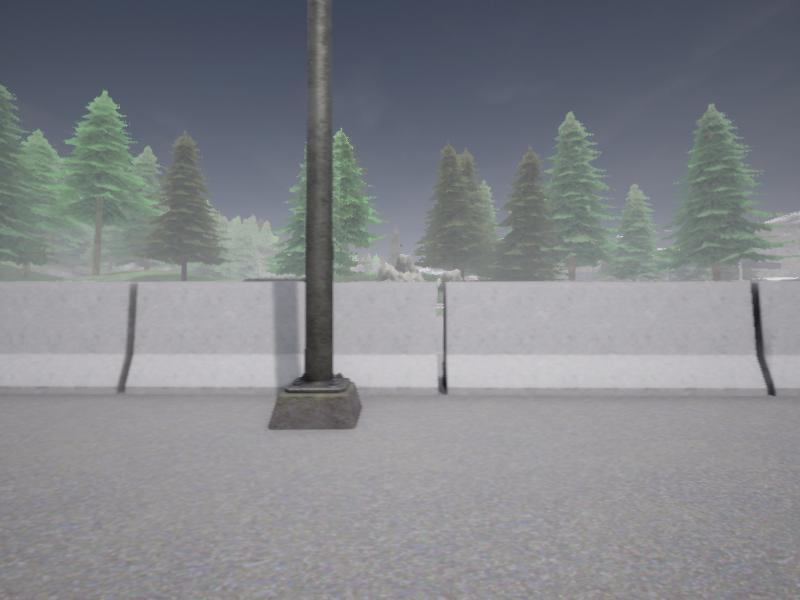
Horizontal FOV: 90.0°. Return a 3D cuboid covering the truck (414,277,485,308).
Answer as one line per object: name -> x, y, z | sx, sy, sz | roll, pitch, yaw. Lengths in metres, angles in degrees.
truck -> 6.049, -0.925, 49.885 | 8.468, 3.827, 2.891 | 0, 0, 0

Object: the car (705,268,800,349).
car -> 10.349, 0.183, 9.190 | 5.027, 1.651, 2.152 | 0, 0, 0

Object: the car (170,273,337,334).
car -> -4.441, 0.094, 12.707 | 4.553, 1.767, 2.097 | 0, 0, 0

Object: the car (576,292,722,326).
car -> 9.914, 0.345, 16.189 | 4.718, 1.301, 1.895 | 0, 0, 0

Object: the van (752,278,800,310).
van -> 33.063, -0.470, 33.489 | 1.988, 2.561, 5.915 | 0, 0, 0
